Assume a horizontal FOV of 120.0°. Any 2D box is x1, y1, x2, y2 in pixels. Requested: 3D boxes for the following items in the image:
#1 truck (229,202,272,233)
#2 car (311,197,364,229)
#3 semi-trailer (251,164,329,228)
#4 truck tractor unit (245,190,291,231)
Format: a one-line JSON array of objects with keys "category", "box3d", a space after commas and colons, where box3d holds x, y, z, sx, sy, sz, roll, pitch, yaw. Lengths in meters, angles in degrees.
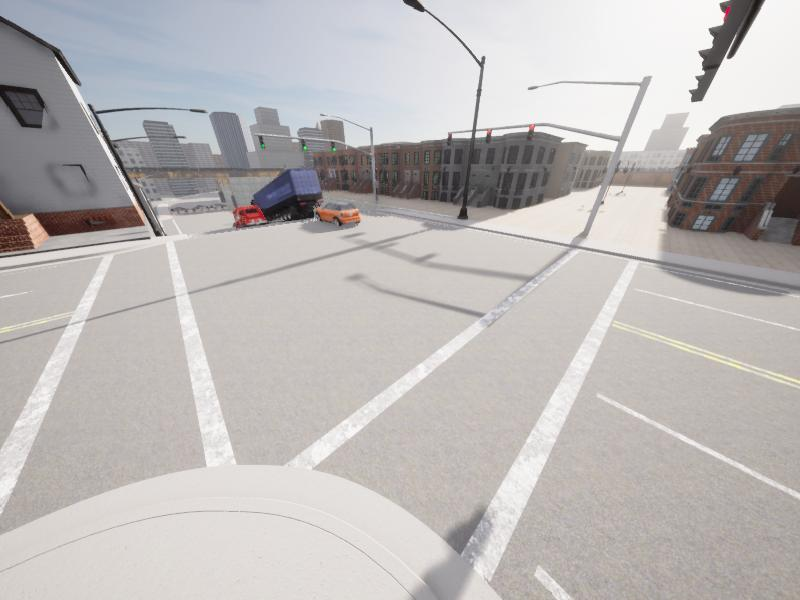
[{"category": "truck", "box3d": [-17.447, -9.513, 26.844, 2.627, 2.467, 5.204, -27, 26, -37]}, {"category": "car", "box3d": [-5.320, -7.439, 19.442, 2.097, 1.767, 4.553, -26, 38, -37]}, {"category": "semi-trailer", "box3d": [-13.332, -11.285, 26.718, 2.717, 4.402, 14.254, -27, 26, -37]}, {"category": "truck tractor unit", "box3d": [-18.677, -12.390, 32.474, 3.053, 4.208, 6.516, -27, 26, -36]}]
